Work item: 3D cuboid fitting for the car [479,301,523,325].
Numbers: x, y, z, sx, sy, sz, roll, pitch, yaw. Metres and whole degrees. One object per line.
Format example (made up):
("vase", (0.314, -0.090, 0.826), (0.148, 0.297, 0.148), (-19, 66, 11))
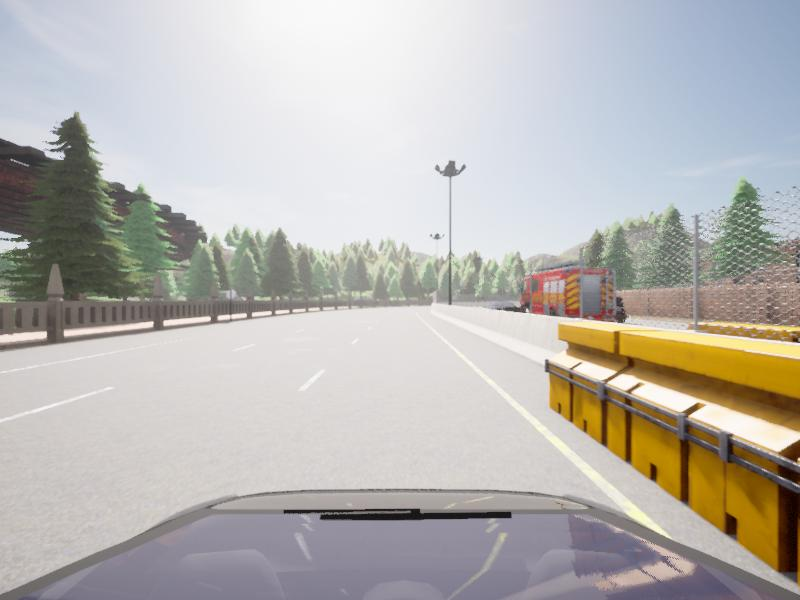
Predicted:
("car", (7.030, 0.839, 28.373), (1.882, 1.535, 5.008), (0, 0, 0))

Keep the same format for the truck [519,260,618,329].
("truck", (10.534, -0.305, 26.214), (2.891, 3.827, 8.468), (0, 0, 0))

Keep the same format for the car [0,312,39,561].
("car", (-3.498, 0.836, 0.244), (2.128, 1.511, 4.902), (0, 0, 0))
